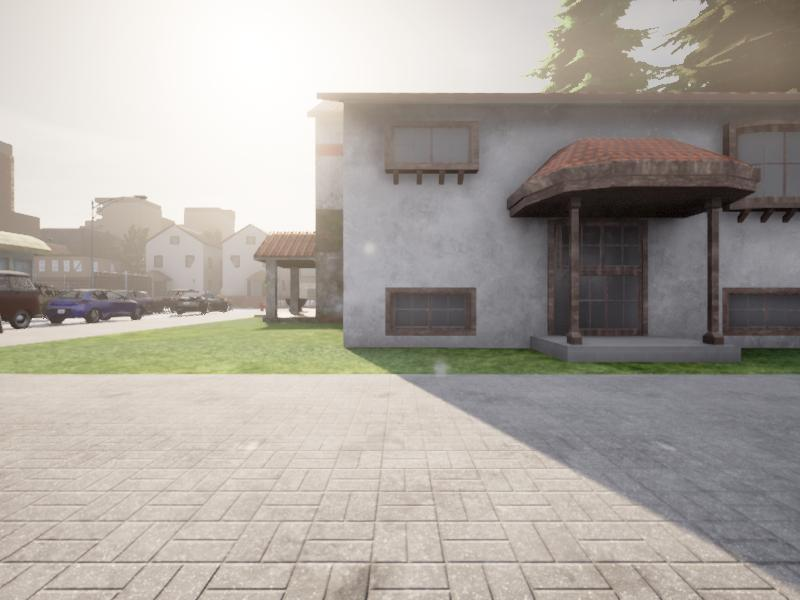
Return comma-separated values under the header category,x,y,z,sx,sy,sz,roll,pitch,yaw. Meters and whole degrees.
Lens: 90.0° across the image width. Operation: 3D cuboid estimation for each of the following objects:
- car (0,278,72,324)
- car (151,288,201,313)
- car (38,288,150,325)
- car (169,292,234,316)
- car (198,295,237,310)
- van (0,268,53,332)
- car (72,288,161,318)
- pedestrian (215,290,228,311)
category,x,y,z,sx,sy,sz,roll,pitch,yaw
car,-17.346,0.055,17.633,1.932,1.855,4.605,0,-1,2
car,-17.623,0.045,31.695,1.905,1.878,3.866,0,0,-1
car,-13.465,0.254,17.969,1.816,1.474,4.193,0,0,0
car,-13.461,0.251,27.529,2.163,1.488,4.792,0,0,0
car,-19.004,0.235,41.522,2.128,1.511,4.902,0,0,-44
van,-13.442,-0.002,12.281,1.775,1.987,4.442,0,0,-1
car,-17.412,0.177,24.949,2.033,1.649,4.856,0,0,1
pedestrian,-16.259,0.037,36.511,0.751,1.860,0.751,0,0,21
